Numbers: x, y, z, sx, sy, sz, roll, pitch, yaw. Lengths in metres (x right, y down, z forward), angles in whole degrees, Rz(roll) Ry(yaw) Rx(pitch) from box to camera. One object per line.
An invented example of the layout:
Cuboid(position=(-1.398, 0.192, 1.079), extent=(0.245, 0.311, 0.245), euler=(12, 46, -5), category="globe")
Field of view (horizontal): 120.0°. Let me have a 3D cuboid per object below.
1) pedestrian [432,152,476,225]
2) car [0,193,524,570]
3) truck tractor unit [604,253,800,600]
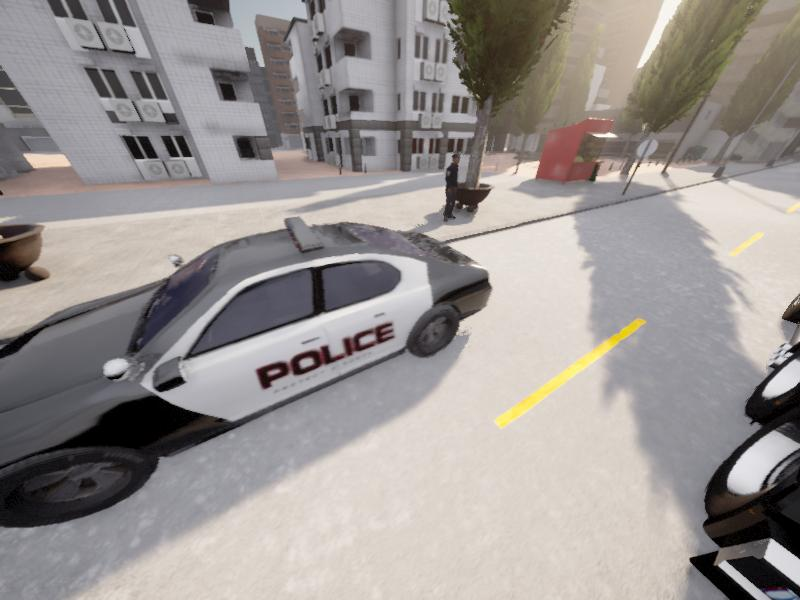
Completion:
Cuboid(position=(1.590, -3.373, 7.007), extent=(0.751, 1.860, 0.751), euler=(-23, 41, -30), category="pedestrian")
Cuboid(position=(-1.355, 0.039, 2.591), extent=(4.974, 1.542, 2.038), euler=(-18, 39, -24), category="car")
Cuboid(position=(5.089, -0.323, 0.806), extent=(6.516, 4.208, 3.053), euler=(-19, 39, -25), category="truck tractor unit")
